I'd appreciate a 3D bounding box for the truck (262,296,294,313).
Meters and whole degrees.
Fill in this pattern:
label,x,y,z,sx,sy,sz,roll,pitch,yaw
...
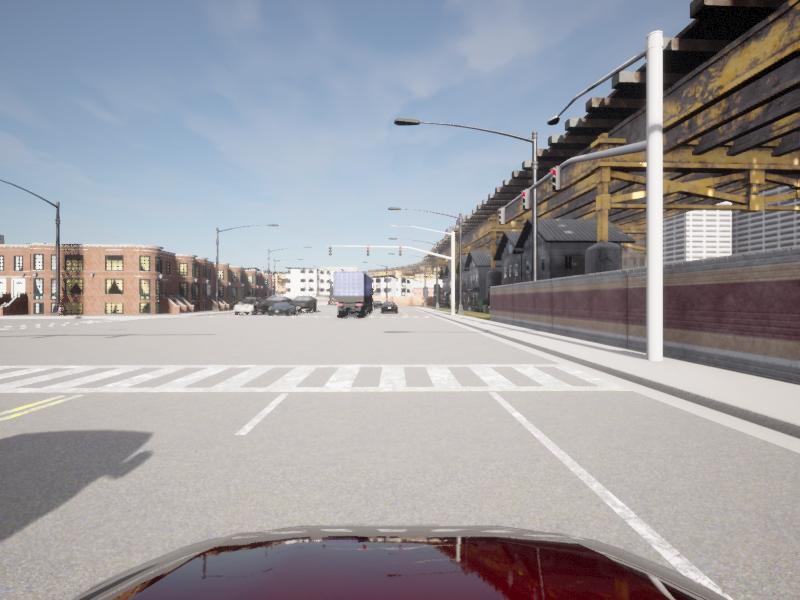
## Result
label,x,y,z,sx,sy,sz,roll,pitch,yaw
truck,-15.326,0.543,50.657,2.390,2.098,6.274,0,0,-2

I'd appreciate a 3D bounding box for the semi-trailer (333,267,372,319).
label,x,y,z,sx,sy,sz,roll,pitch,yaw
semi-trailer,-4.580,-0.636,41.467,2.717,4.402,14.254,0,0,-1

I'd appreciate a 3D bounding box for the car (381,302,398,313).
label,x,y,z,sx,sy,sz,roll,pitch,yaw
car,-1.309,0.907,50.150,1.994,1.385,4.181,0,0,-1

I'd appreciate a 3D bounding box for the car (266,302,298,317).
label,x,y,z,sx,sy,sz,roll,pitch,yaw
car,-11.527,0.907,39.268,1.994,1.385,4.181,0,0,-1

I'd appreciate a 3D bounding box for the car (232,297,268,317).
label,x,y,z,sx,sy,sz,roll,pitch,yaw
car,-15.060,0.652,40.448,1.932,1.855,4.605,0,0,-2

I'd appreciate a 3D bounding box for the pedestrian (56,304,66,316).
label,x,y,z,sx,sy,sz,roll,pitch,yaw
pedestrian,-29.952,0.865,35.349,0.500,1.100,0.500,0,0,-15

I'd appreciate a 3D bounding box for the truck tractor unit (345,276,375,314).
label,x,y,z,sx,sy,sz,roll,pitch,yaw
truck tractor unit,-4.819,-0.549,49.401,3.053,4.208,6.516,-2,-1,-2

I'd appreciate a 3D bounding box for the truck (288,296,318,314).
label,x,y,z,sx,sy,sz,roll,pitch,yaw
truck,-11.787,0.541,49.198,2.390,2.098,6.274,0,0,-1
